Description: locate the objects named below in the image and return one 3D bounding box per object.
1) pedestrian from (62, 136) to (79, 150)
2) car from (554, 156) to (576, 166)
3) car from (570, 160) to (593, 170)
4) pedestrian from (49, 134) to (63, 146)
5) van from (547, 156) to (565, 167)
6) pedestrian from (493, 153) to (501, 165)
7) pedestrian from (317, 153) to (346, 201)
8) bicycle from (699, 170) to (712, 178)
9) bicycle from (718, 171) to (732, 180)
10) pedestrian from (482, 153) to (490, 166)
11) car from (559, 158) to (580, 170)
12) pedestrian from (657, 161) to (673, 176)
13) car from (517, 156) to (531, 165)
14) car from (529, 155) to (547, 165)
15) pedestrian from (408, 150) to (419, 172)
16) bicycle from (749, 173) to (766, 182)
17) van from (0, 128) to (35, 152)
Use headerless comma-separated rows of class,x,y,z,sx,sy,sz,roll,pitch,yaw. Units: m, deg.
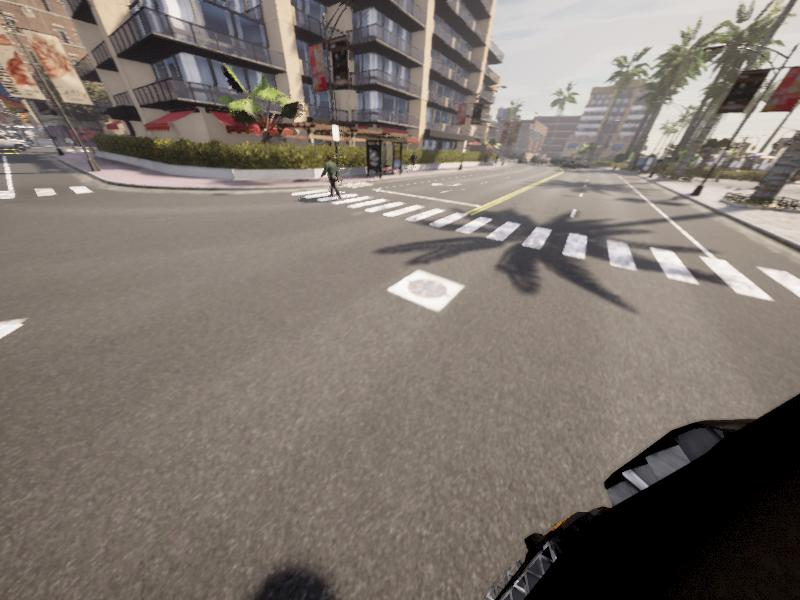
pedestrian,-51.366,-24.494,36.027,0.751,1.860,0.751,24,39,29
car,41.650,-35.264,58.563,2.150,2.045,5.566,6,33,6
car,39.217,-29.397,50.114,2.152,1.651,5.027,11,34,12
pedestrian,-64.966,-30.247,43.581,0.751,1.860,0.751,26,40,31
van,37.360,-33.295,55.326,1.775,1.987,4.442,8,34,9
pedestrian,18.555,-26.997,44.275,0.751,1.860,0.751,22,38,27
pedestrian,-3.096,-5.619,10.583,0.751,1.860,0.751,24,39,29
bicycle,45.559,-18.799,34.457,0.373,1.024,1.643,23,38,28
bicycle,47.198,-18.108,33.517,0.373,1.024,1.643,23,38,28
pedestrian,14.371,-23.414,38.544,0.751,1.860,0.751,24,39,29
car,33.696,-27.259,46.191,2.242,1.667,4.611,14,35,17
pedestrian,40.481,-20.122,35.300,0.751,1.860,0.751,18,36,22
car,30.807,-34.823,57.626,1.851,1.617,3.988,8,34,9
car,34.449,-35.169,57.933,2.150,2.045,5.566,8,34,9
pedestrian,1.416,-14.293,23.800,0.751,1.860,0.751,23,38,28
bicycle,49.656,-17.072,32.107,0.373,1.024,1.643,23,38,28
van,-49.923,-19.121,27.481,2.351,2.431,6.366,23,38,28
